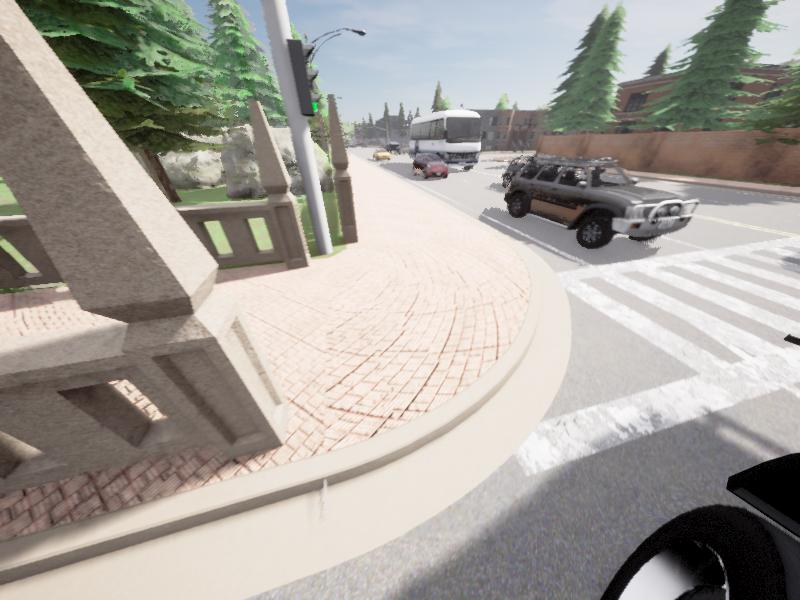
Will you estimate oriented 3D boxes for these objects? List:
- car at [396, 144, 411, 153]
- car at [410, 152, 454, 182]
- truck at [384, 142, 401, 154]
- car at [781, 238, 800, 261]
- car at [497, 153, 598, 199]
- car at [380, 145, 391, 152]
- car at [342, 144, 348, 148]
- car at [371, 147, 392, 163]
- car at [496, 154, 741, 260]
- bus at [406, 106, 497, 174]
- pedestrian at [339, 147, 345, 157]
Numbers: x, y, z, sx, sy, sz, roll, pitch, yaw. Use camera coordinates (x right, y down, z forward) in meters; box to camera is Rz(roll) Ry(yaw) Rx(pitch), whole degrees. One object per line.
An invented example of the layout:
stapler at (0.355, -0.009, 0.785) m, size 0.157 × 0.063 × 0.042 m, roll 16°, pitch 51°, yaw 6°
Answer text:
car at (0.776, -36.169, 54.980) m, size 2.152 × 1.651 × 5.027 m, roll -9°, pitch 35°, yaw -12°
car at (2.110, -9.618, 16.571) m, size 1.845 × 1.501 × 3.633 m, roll -9°, pitch 35°, yaw -12°
truck at (-1.647, -33.739, 51.087) m, size 2.390 × 2.098 × 6.274 m, roll -9°, pitch 35°, yaw -12°
car at (10.175, -0.834, 3.689) m, size 1.845 × 1.501 × 3.633 m, roll -12°, pitch 36°, yaw -16°
car at (7.192, -6.504, 11.892) m, size 1.851 × 1.617 × 3.988 m, roll -9°, pitch 35°, yaw -12°
car at (-3.598, -37.717, 57.438) m, size 1.816 × 1.474 × 4.193 m, roll -9°, pitch 35°, yaw -12°
car at (-21.769, -61.295, 92.098) m, size 1.895 × 1.301 × 4.718 m, roll -9°, pitch 35°, yaw -12°
car at (-2.591, -19.829, 31.410) m, size 1.801 × 1.575 × 5.366 m, roll -9°, pitch 35°, yaw -12°
car at (5.167, -3.047, 6.689) m, size 1.932 × 1.855 × 4.605 m, roll -9°, pitch 35°, yaw -11°
bus at (3.911, -14.944, 21.857) m, size 3.944 × 4.253 × 10.273 m, roll -9°, pitch 35°, yaw -12°
pedestrian at (-9.288, -23.832, 37.275) m, size 0.751 × 1.300 × 0.751 m, roll -7°, pitch 35°, yaw -9°
